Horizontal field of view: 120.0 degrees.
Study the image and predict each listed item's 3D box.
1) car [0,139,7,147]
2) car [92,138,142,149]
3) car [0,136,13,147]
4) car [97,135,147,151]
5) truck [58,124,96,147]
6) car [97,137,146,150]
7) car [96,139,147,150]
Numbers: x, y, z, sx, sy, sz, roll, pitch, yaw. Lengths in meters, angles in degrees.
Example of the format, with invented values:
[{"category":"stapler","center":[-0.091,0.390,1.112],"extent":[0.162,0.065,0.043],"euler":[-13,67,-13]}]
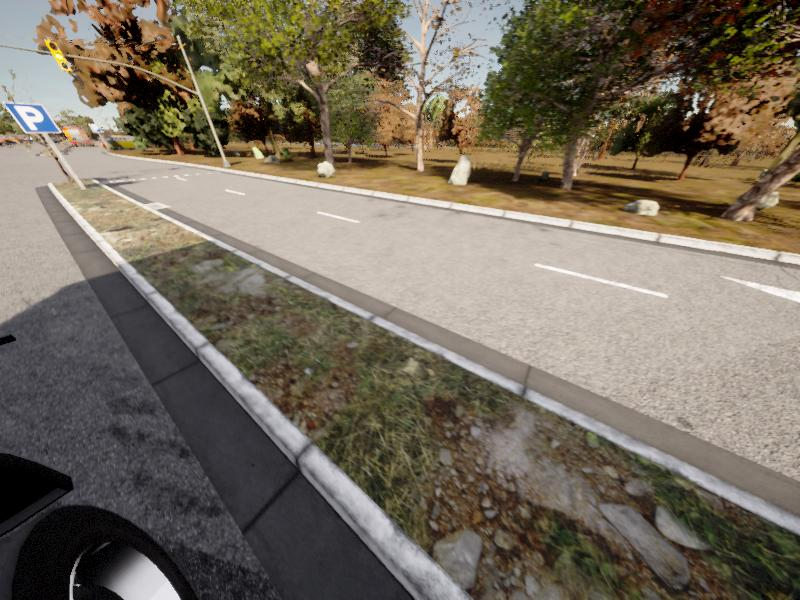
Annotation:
[{"category":"car","center":[-80.259,-29.914,44.006],"extent":[2.097,1.535,5.008],"euler":[15,39,20]},{"category":"car","center":[-51.730,-28.702,42.429],"extent":[1.946,1.575,5.366],"euler":[14,37,17]},{"category":"car","center":[-84.529,-32.504,47.419],"extent":[2.185,1.767,4.553],"euler":[15,39,20]},{"category":"car","center":[-45.041,-25.501,37.575],"extent":[1.878,1.987,4.442],"euler":[13,37,17]},{"category":"truck","center":[-67.875,-34.690,48.801],"extent":[8.468,3.827,2.891],"euler":[29,45,34]},{"category":"car","center":[-47.249,-26.595,39.279],"extent":[2.185,1.767,4.553],"euler":[13,37,17]},{"category":"car","center":[-49.388,-27.750,41.110],"extent":[1.946,1.575,5.366],"euler":[13,37,18]}]
